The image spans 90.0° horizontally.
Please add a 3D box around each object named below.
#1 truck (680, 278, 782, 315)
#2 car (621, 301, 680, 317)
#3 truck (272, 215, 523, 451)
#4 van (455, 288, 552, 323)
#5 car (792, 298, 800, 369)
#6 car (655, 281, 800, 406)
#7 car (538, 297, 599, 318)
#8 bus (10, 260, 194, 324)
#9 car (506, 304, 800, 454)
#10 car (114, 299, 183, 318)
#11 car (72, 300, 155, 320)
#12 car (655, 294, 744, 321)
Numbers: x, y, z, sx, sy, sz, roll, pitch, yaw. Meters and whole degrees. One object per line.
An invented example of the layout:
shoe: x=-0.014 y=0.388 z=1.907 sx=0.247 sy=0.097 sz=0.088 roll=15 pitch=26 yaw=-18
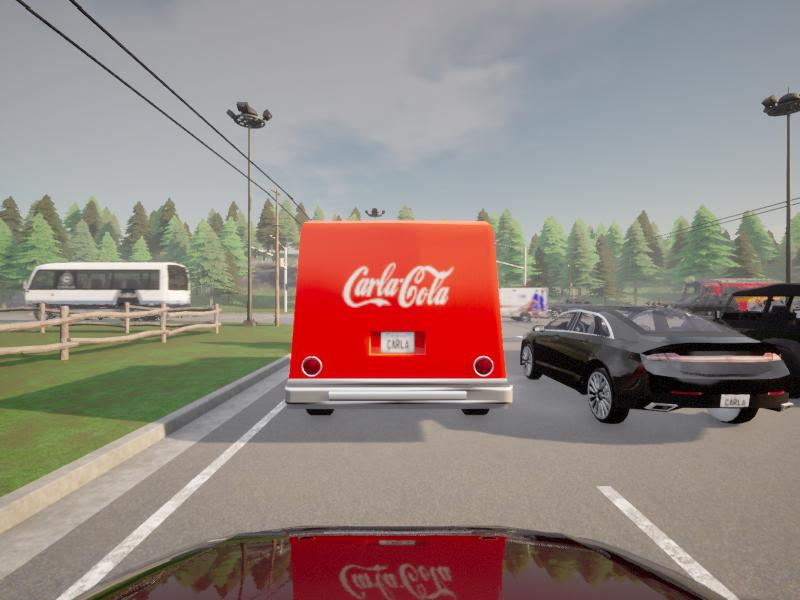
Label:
truck: x=35.184 y=-0.321 z=42.743 sx=8.468 sy=3.827 sz=2.891 roll=0 pitch=0 yaw=0
car: x=24.498 y=0.829 z=39.249 sx=4.514 sy=1.525 sz=2.007 roll=0 pitch=0 yaw=0
truck: x=-0.037 y=0.354 z=6.792 sx=2.627 sy=2.467 sz=5.204 roll=0 pitch=0 yaw=0
van: x=7.310 y=0.378 z=28.770 sx=6.366 sy=2.431 sz=2.351 roll=0 pitch=0 yaw=0
car: x=10.472 y=0.781 z=7.069 sx=2.152 sy=1.651 sz=5.027 roll=0 pitch=0 yaw=0
car: x=6.960 y=0.646 z=7.491 sx=1.905 sy=1.878 sz=3.866 roll=0 pitch=0 yaw=0
car: x=15.017 y=0.651 z=35.761 sx=4.605 sy=1.855 sz=1.932 roll=0 pitch=0 yaw=0
bus: x=-20.899 y=-0.534 z=28.682 sx=10.273 sy=4.253 sz=3.944 roll=0 pitch=0 yaw=0
car: x=3.464 y=0.836 z=6.582 sx=2.128 sy=1.511 sz=4.902 roll=0 pitch=0 yaw=0
car: x=-22.449 y=0.777 z=35.808 sx=4.856 sy=1.649 sz=2.033 roll=0 pitch=0 yaw=0
car: x=-23.049 y=0.801 z=32.306 sx=5.366 sy=1.575 sz=1.801 roll=0 pitch=0 yaw=0
car: x=24.051 y=0.570 z=32.249 sx=5.566 sy=2.045 sz=2.150 roll=0 pitch=0 yaw=0
